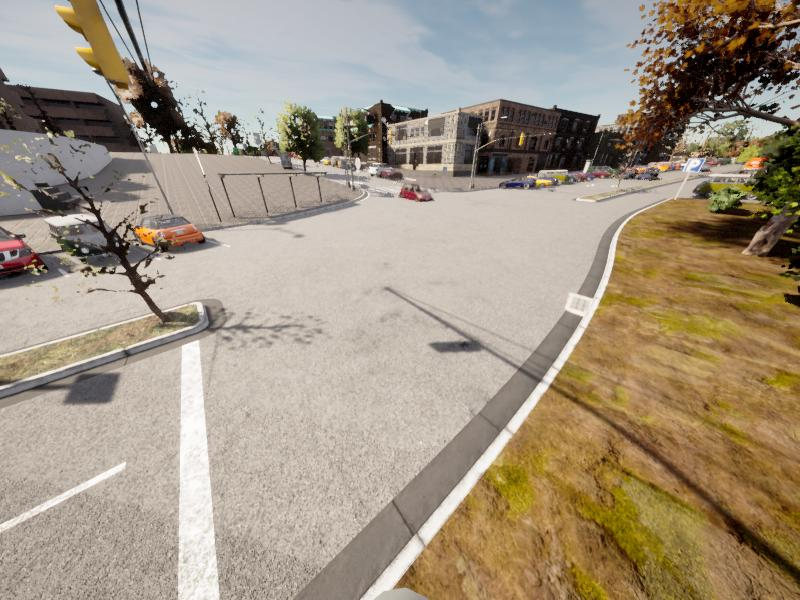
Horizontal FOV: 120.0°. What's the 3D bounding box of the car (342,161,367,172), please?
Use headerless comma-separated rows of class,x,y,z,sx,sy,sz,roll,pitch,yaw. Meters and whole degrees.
car,-8.914,-26.385,45.522,2.231,1.521,4.892,21,37,23

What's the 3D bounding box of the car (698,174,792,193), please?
car,37.900,-13.039,25.682,5.366,1.575,1.946,21,38,31

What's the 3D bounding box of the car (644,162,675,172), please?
car,62.903,-32.281,56.119,4.442,1.987,1.878,22,38,35

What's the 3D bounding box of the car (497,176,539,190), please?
car,16.543,-16.502,32.563,4.792,1.488,2.163,18,36,31

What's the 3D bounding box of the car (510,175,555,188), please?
car,19.246,-17.332,33.735,5.366,1.575,1.946,18,36,31

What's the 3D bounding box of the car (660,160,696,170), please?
car,73.317,-35.569,61.045,5.566,2.045,2.435,22,38,36

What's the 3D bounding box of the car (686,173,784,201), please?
car,30.571,-10.506,21.390,4.442,1.987,1.878,20,38,31

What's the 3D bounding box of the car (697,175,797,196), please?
car,35.730,-12.037,24.127,5.366,1.575,1.946,21,37,31

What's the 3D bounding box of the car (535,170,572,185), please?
car,24.186,-19.390,36.497,4.442,1.987,1.878,19,36,31

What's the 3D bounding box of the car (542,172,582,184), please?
car,26.611,-20.140,38.075,4.892,1.521,2.231,19,36,32

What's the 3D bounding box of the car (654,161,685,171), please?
car,68.170,-33.897,58.556,4.442,1.987,1.878,22,38,35

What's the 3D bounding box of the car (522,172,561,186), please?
car,21.562,-18.424,35.211,4.553,1.767,2.185,19,36,31

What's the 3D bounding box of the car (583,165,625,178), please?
car,39.365,-24.796,44.732,5.566,2.045,2.435,20,37,33

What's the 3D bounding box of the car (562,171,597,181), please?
car,31.680,-21.906,40.851,4.674,1.452,2.002,19,36,32

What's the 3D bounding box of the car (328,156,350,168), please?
car,-12.791,-29.317,49.059,1.878,1.987,4.442,21,37,23

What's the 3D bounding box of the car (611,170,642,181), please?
car,39.105,-21.581,39.949,4.902,1.511,2.128,-19,35,-26

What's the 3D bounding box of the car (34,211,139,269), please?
car,-16.054,-3.211,11.856,4.442,1.987,1.878,15,34,27

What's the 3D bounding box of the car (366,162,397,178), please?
car,-3.124,-22.424,39.795,2.435,2.045,5.566,21,37,23

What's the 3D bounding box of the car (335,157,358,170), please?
car,-10.866,-27.919,47.185,1.878,1.987,4.442,21,37,23

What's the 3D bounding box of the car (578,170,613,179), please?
car,36.781,-23.674,43.552,4.674,1.452,2.002,20,37,33

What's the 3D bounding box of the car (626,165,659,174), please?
car,54.944,-29.664,52.587,4.892,1.521,2.231,22,38,35

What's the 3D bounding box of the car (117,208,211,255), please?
car,-13.789,-4.164,13.541,4.553,1.767,2.185,15,35,27

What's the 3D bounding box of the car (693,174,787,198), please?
car,33.092,-11.306,22.797,4.553,1.767,2.185,20,37,31

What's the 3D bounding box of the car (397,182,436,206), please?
car,1.585,-10.713,23.236,1.851,1.617,3.988,-17,37,-27

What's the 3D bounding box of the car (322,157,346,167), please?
car,-14.577,-30.665,51.280,1.946,1.575,5.366,21,37,23

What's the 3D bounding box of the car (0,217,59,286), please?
car,-18.453,-2.226,10.271,5.566,2.045,2.435,15,34,27

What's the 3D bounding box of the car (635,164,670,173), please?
car,60.044,-31.365,55.174,5.366,1.575,1.946,22,38,35

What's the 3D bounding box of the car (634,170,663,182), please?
car,40.552,-20.278,37.660,4.193,1.474,1.816,-19,35,-26

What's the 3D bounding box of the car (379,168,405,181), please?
car,-1.231,-20.775,38.067,2.002,1.452,4.674,21,37,23

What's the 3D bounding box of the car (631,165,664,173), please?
car,57.558,-30.497,53.847,5.008,1.535,2.097,22,37,35

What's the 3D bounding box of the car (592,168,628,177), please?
car,41.921,-25.455,46.197,5.008,1.535,2.097,20,37,33

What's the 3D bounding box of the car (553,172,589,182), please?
car,29.144,-21.005,39.471,4.674,1.452,2.002,19,37,32
